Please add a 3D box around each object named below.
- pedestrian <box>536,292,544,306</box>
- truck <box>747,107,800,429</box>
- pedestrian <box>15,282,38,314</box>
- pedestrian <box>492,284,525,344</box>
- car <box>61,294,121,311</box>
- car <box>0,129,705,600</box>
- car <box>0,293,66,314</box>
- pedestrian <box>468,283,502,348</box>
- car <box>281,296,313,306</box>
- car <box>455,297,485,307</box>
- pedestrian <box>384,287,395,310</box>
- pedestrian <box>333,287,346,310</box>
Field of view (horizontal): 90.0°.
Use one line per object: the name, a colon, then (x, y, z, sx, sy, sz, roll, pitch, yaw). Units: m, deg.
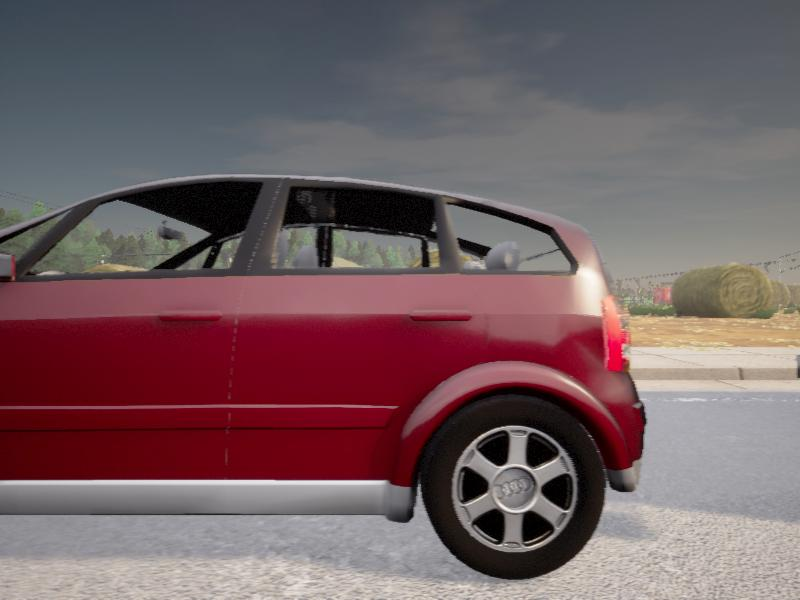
pedestrian: (17.712, -0.123, 50.575, 0.751, 1.860, 0.751, 0, 0, -39)
truck: (5.657, -0.245, 2.203, 5.204, 2.467, 2.627, 0, 0, 0)
pedestrian: (-22.225, -0.108, 23.831, 0.751, 1.860, 0.751, 0, 0, 19)
pedestrian: (2.050, 0.265, 7.598, 0.500, 1.100, 0.500, 0, 0, 3)
car: (-30.199, 0.249, 39.328, 1.882, 1.535, 5.008, 0, 0, 1)
car: (-0.854, 0.215, 2.202, 3.705, 1.549, 1.789, 0, 0, 0)
car: (-30.327, 0.253, 32.543, 2.038, 1.542, 4.974, 0, 0, 1)
pedestrian: (1.518, 0.265, 7.134, 0.500, 1.100, 0.500, 0, 0, 23)
car: (-16.150, 0.220, 62.964, 4.514, 1.525, 2.007, 0, 0, 4)
car: (10.058, 0.246, 57.708, 4.193, 1.474, 1.816, 0, 0, 4)
pedestrian: (-0.831, -0.119, 31.618, 0.751, 1.860, 0.751, 0, 0, -16)
pedestrian: (-5.023, -0.119, 33.226, 0.751, 1.860, 0.751, 0, 0, 19)
